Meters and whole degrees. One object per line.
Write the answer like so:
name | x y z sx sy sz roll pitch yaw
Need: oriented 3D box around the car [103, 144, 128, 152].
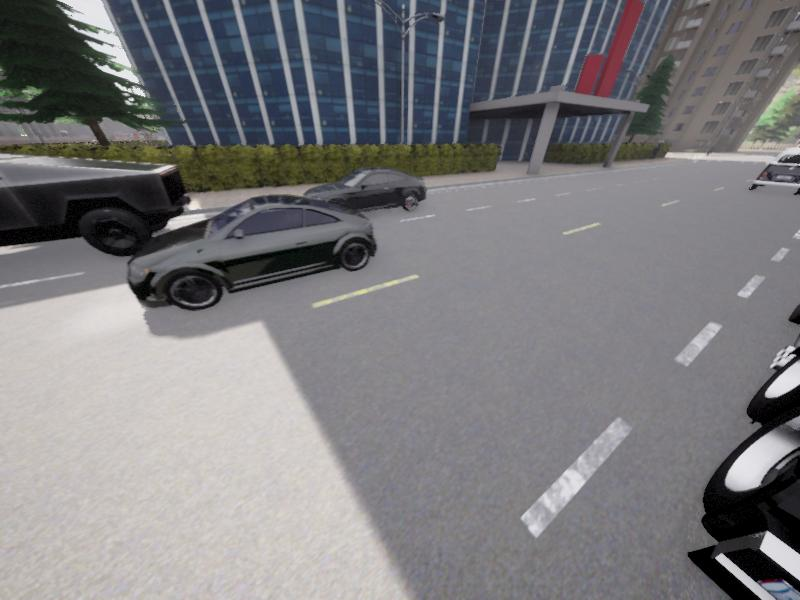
car | -61.499 -33.022 50.021 1.895 1.301 4.718 -18 39 -24

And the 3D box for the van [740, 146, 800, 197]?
van | 21.577 -7.113 12.574 4.480 2.038 2.069 -18 39 -24

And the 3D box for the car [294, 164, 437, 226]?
car | -1.128 -4.057 8.560 4.674 1.442 1.812 -18 39 -25

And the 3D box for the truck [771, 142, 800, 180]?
truck | 30.935 -10.349 16.901 5.204 2.467 2.627 -18 39 -24

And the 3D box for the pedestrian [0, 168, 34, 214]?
pedestrian | -13.619 -3.665 7.736 0.751 1.300 0.751 -22 40 -28

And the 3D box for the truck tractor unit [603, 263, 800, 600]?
truck tractor unit | 5.115 -0.294 0.798 6.516 4.208 3.053 -18 39 -24

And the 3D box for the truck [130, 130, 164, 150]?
truck | -64.257 -40.772 58.930 2.891 3.827 8.468 -18 39 -24

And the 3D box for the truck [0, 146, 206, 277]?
truck | -8.515 -1.924 4.876 6.274 2.098 2.390 -18 39 -24

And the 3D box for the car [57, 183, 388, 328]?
car | -2.572 -1.246 4.578 4.181 1.385 1.994 -18 39 -24

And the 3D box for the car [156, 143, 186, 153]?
car | -44.354 -29.451 44.767 3.633 1.501 1.845 -19 39 -25

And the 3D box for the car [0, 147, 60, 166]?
car | -39.352 -15.234 24.409 2.007 1.525 4.514 -17 38 -23

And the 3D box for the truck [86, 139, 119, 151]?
truck | -67.498 -35.289 52.543 2.390 2.098 6.274 -18 39 -24

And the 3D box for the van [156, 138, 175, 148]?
van | -73.751 -49.562 72.722 2.351 2.431 6.366 -18 39 -24

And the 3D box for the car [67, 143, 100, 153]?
car | -62.522 -30.088 45.711 2.033 1.411 5.357 -18 39 -24

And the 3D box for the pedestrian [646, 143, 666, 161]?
pedestrian | 32.257 -18.678 29.103 0.751 1.860 0.751 -19 39 -25

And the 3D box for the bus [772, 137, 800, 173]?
bus | 39.185 -13.858 20.435 10.273 4.253 3.944 -18 39 -24
